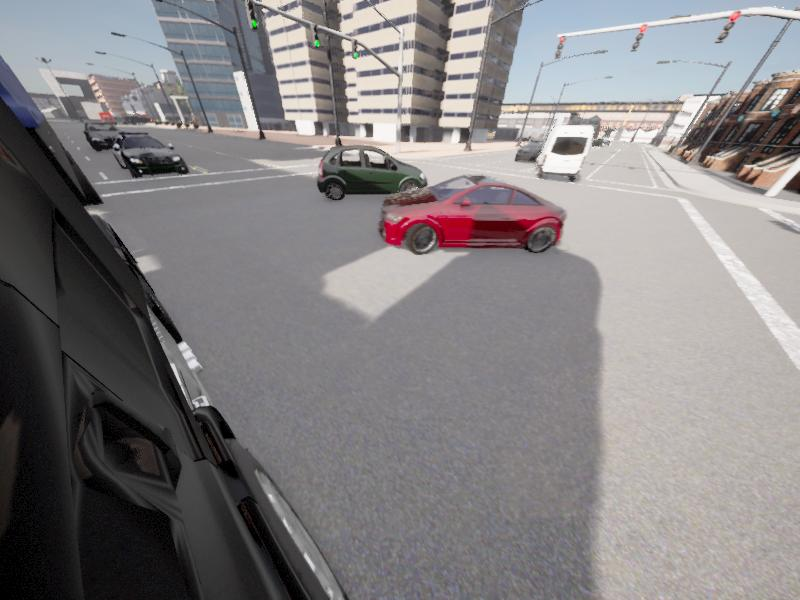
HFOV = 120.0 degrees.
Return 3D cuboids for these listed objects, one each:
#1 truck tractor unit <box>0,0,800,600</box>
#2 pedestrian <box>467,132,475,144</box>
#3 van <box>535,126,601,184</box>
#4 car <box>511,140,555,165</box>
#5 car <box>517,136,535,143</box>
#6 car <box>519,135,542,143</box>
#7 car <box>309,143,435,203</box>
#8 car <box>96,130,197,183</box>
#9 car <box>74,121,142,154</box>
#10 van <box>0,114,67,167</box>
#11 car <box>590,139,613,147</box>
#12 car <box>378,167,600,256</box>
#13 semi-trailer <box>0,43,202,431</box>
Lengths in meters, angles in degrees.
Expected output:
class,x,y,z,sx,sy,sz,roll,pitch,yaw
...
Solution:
class,x,y,z,sx,sy,sz,roll,pitch,yaw
truck tractor unit,-2.645,-0.295,0.351,6.516,4.208,3.053,28,44,30
pedestrian,13.273,-30.473,43.462,0.751,1.860,0.751,-21,43,-28
van,10.048,-9.222,14.441,1.988,2.561,5.915,16,39,19
car,12.423,-13.797,21.439,1.930,1.638,5.238,28,44,30
car,35.248,-44.722,64.492,3.806,1.475,1.970,26,43,29
car,37.478,-46.378,66.627,5.238,1.638,1.930,26,43,29
car,-0.987,-4.688,8.503,3.988,1.617,1.851,-4,37,-9
car,-11.818,-6.811,10.744,4.974,1.542,2.038,28,44,30
car,-21.343,-11.931,16.886,4.611,1.667,2.242,28,44,30
van,-19.482,-8.332,11.932,4.442,1.987,1.775,28,44,30
car,51.770,-40.482,59.554,2.128,1.511,4.902,5,37,3
car,1.602,-2.105,5.412,4.181,1.385,1.994,-1,37,-5
semi-trailer,-8.705,-3.594,4.230,14.254,4.402,2.717,28,44,30
